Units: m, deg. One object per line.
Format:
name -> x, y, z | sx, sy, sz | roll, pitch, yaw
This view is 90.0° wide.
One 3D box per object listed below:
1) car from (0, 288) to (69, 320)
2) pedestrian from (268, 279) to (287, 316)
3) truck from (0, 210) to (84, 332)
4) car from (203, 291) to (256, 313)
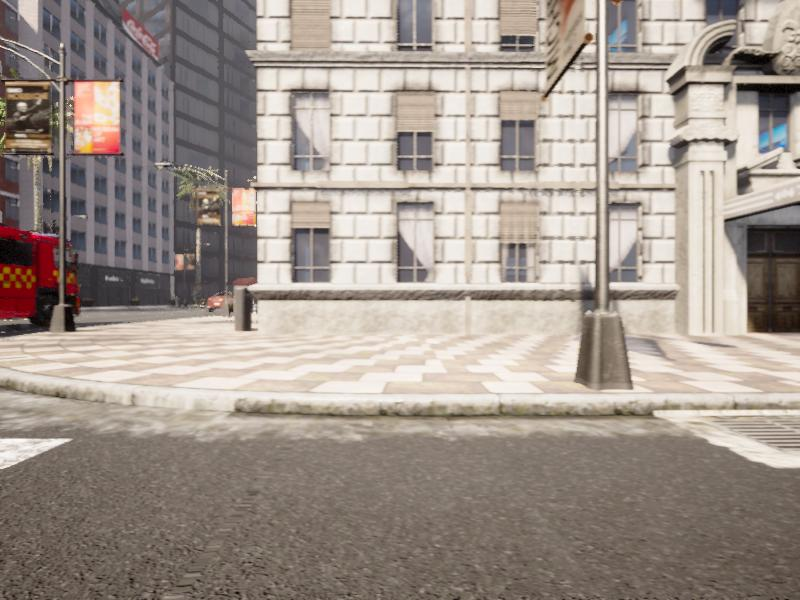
car -> -20.902, 0.203, 21.515 | 1.801, 1.575, 5.366 | 0, 0, 0
pedestrian -> -6.171, -0.129, 20.241 | 0.751, 1.860, 0.751 | 0, 0, -3
truck -> -13.971, -0.919, 12.134 | 2.891, 3.827, 8.468 | 0, 0, -7
car -> -13.828, 0.163, 32.872 | 2.152, 1.651, 5.027 | 0, 0, 2
